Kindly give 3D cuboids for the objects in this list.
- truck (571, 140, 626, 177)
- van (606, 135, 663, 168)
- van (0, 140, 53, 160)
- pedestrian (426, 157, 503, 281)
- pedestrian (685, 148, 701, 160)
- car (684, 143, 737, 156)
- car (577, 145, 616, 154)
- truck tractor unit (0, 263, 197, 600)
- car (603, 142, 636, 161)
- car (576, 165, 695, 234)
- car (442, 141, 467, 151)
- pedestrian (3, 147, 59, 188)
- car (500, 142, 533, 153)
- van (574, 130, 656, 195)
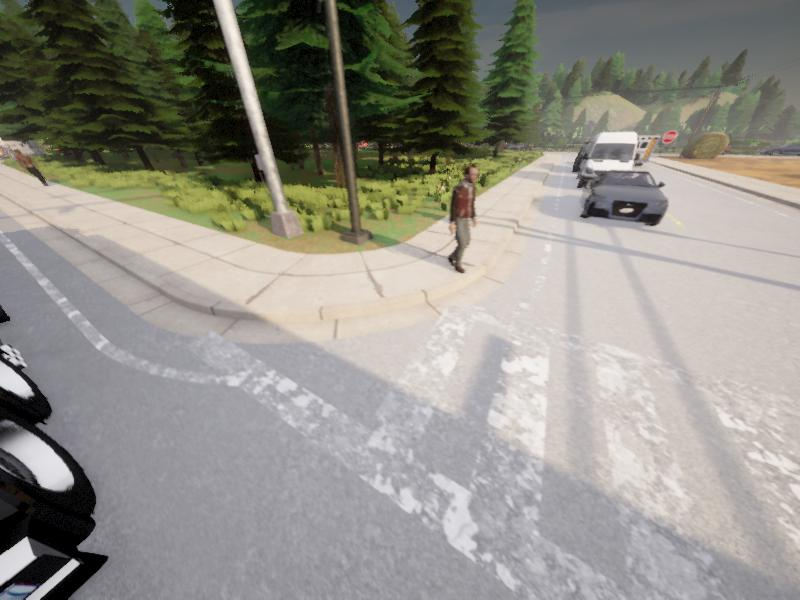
[{"bbox_3d":[15.731,-11.668,18.769,2.390,2.098,6.274,19,40,25],"label":"truck"},{"bbox_3d":[23.046,-14.922,23.079,2.351,2.431,6.366,19,39,25],"label":"van"},{"bbox_3d":[-62.034,-24.385,37.461,2.351,2.431,6.366,-5,35,-7],"label":"van"},{"bbox_3d":[1.055,-1.409,4.100,0.751,1.860,0.751,-25,42,-31],"label":"pedestrian"},{"bbox_3d":[32.592,-16.216,25.682,0.500,1.100,0.500,14,37,20],"label":"pedestrian"},{"bbox_3d":[46.336,-22.600,34.633,4.193,1.474,1.816,21,40,27],"label":"car"},{"bbox_3d":[33.337,-25.583,39.226,4.718,1.301,1.895,-2,35,-3],"label":"car"},{"bbox_3d":[-5.109,-0.304,0.777,6.516,4.208,3.053,18,39,24],"label":"truck tractor unit"},{"bbox_3d":[26.755,-18.243,28.276,1.905,1.878,3.866,19,39,25],"label":"car"},{"bbox_3d":[7.797,-3.809,8.214,1.994,1.385,4.181,19,39,25],"label":"car"},{"bbox_3d":[11.807,-33.348,50.058,4.605,1.855,1.932,19,39,27],"label":"car"},{"bbox_3d":[-19.949,-7.169,12.530,0.751,1.860,0.751,19,39,26],"label":"pedestrian"},{"bbox_3d":[22.324,-29.349,44.413,5.238,1.638,1.930,21,40,27],"label":"car"},{"bbox_3d":[11.651,-7.974,13.130,1.988,2.561,5.915,19,39,25],"label":"van"}]
